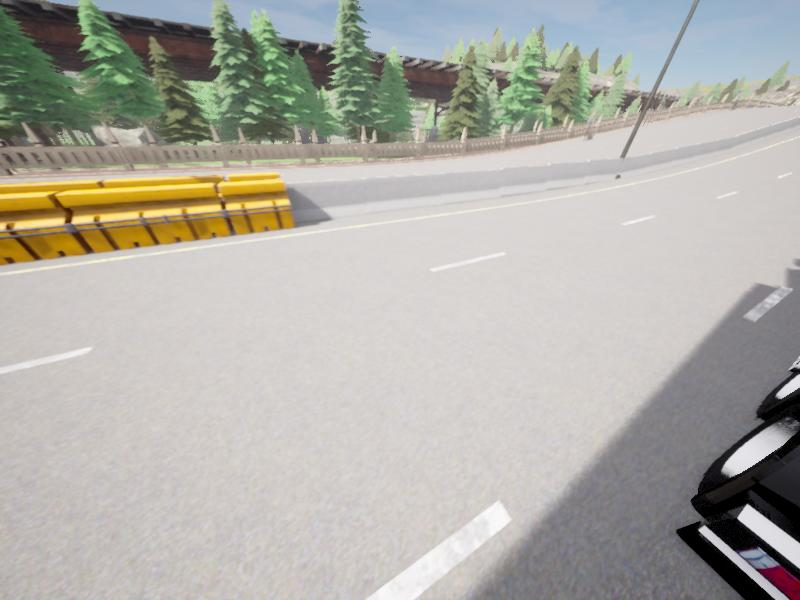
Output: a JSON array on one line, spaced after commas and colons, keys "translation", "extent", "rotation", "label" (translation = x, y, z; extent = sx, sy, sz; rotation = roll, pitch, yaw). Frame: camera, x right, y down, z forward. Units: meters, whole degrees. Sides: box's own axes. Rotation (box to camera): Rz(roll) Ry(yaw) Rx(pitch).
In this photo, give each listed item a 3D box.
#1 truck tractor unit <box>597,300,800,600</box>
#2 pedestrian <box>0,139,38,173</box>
[{"translation": [5.169, -0.240, 0.694], "extent": [6.516, 4.208, 3.053], "rotation": [-16, 38, -21], "label": "truck tractor unit"}, {"translation": [-25.921, -9.625, 15.463], "extent": [0.751, 1.860, 0.751], "rotation": [-15, 38, -21], "label": "pedestrian"}]
